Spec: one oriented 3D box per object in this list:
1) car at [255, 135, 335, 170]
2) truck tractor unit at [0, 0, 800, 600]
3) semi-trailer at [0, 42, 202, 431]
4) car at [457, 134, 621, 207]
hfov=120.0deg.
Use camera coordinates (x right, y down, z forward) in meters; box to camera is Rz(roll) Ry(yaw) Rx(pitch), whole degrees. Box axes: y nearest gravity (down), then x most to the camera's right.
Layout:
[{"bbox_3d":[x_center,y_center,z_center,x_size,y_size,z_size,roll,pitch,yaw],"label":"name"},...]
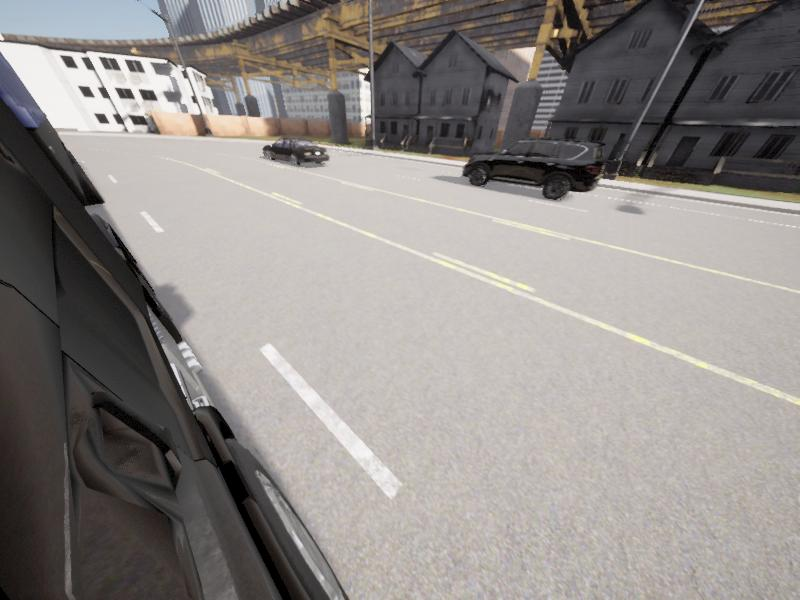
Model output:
[{"bbox_3d":[-6.849,-9.679,14.966,5.357,1.411,2.033,27,43,29],"label":"car"},{"bbox_3d":[-2.645,-0.295,0.351,6.516,4.208,3.053,28,44,30],"label":"truck tractor unit"},{"bbox_3d":[-8.689,-3.612,4.236,14.254,4.402,2.717,28,44,30],"label":"semi-trailer"},{"bbox_3d":[5.691,-5.962,10.252,5.566,2.045,2.150,28,44,30],"label":"car"}]
